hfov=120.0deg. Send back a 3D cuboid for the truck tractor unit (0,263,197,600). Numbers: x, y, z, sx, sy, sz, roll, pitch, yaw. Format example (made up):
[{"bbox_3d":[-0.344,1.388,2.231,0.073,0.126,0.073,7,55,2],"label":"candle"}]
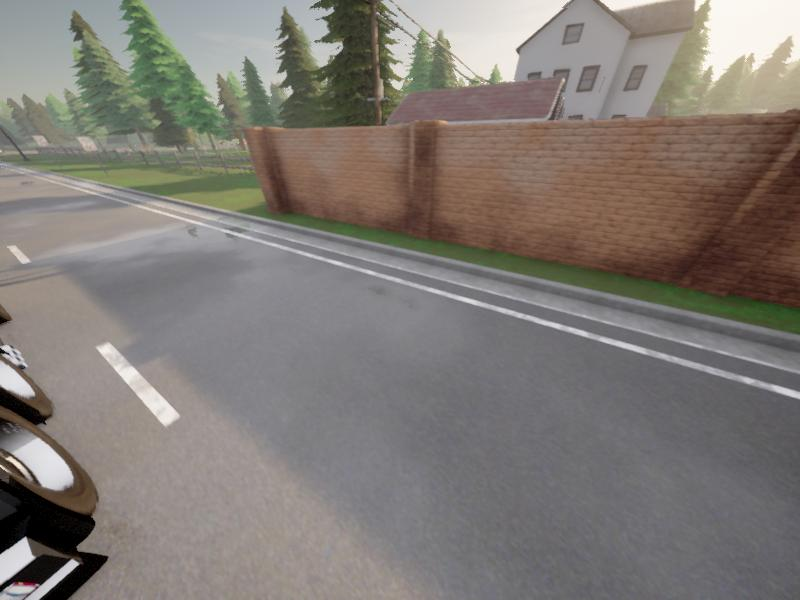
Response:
[{"bbox_3d":[-5.112,-0.299,0.783,6.516,4.208,3.053,18,39,24],"label":"truck tractor unit"}]
